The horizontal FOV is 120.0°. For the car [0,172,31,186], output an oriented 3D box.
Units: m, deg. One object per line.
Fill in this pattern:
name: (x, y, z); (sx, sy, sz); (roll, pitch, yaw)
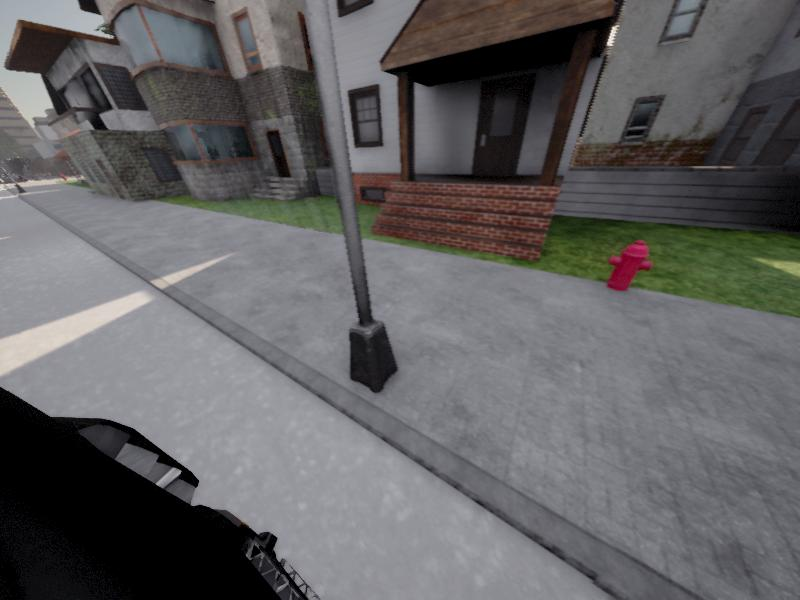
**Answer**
car: (-59.789, -18.242, 34.897); (3.633, 1.501, 1.845); (-21, 38, -25)
